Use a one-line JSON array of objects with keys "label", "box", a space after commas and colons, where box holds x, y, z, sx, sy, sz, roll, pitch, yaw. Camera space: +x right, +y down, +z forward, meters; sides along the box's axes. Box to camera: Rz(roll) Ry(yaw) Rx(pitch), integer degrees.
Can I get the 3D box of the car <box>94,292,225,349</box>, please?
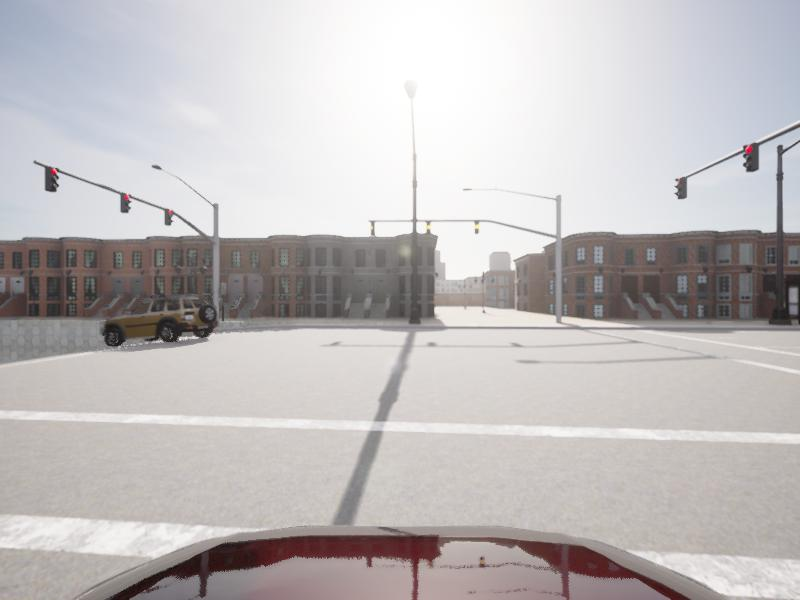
[{"label": "car", "box": [-9.906, 0.830, 16.535, 4.605, 1.855, 1.932, -6, -1, 17]}]
